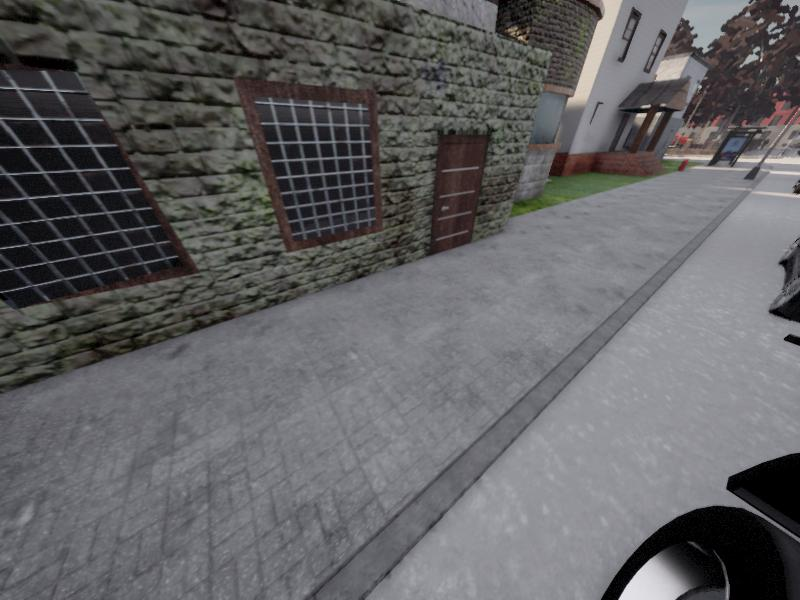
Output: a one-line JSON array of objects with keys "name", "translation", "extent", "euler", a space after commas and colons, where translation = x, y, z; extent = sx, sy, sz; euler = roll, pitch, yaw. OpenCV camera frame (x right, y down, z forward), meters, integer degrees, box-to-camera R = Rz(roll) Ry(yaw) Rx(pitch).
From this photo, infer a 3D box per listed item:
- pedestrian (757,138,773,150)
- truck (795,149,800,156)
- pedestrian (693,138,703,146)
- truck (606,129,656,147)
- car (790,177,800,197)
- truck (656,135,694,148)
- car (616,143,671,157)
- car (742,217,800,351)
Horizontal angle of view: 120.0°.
[{"name": "pedestrian", "translation": [65.681, -28.064, 41.576], "extent": [0.751, 1.860, 0.751], "euler": [-22, 41, -28]}, {"name": "truck", "translation": [58.678, -21.677, 32.235], "extent": [5.204, 2.467, 2.627], "euler": [-22, 41, -28]}, {"name": "pedestrian", "translation": [76.370, -40.522, 59.210], "extent": [0.751, 1.860, 0.751], "euler": [-18, 39, -23]}, {"name": "truck", "translation": [63.111, -44.441, 63.369], "extent": [2.891, 3.827, 8.468], "euler": [-22, 41, -28]}, {"name": "car", "translation": [20.111, -5.767, 10.375], "extent": [4.605, 1.855, 1.932], "euler": [-21, 40, -28]}, {"name": "truck", "translation": [68.369, -39.582, 57.613], "extent": [2.627, 2.467, 5.204], "euler": [-23, 41, -28]}, {"name": "car", "translation": [34.504, -21.459, 32.898], "extent": [2.128, 1.511, 4.902], "euler": [-22, 41, -28]}, {"name": "car", "translation": [7.483, -0.503, 3.284], "extent": [4.902, 1.511, 2.128], "euler": [-22, 41, -28]}]
